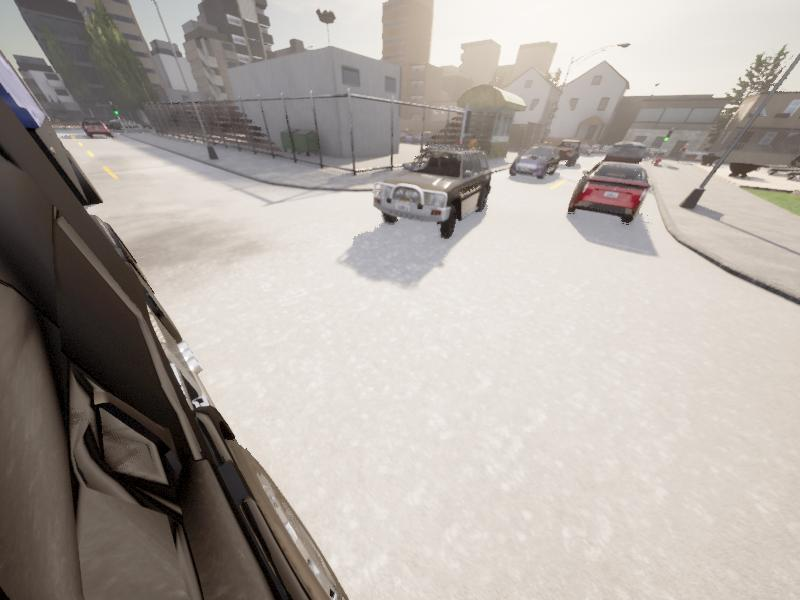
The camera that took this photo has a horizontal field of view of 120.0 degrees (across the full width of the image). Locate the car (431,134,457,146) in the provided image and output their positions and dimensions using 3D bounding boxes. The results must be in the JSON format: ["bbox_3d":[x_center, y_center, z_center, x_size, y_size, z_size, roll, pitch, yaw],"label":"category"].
[{"bbox_3d":[6.774,-24.640,35.558,1.816,1.474,4.193,28,44,30],"label":"car"}]

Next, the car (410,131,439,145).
[{"bbox_3d":[3.877,-25.670,36.630,2.242,1.667,4.611,28,44,30],"label":"car"}]

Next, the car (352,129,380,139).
[{"bbox_3d":[-6.411,-31.680,44.186,2.033,1.415,5.357,28,44,30],"label":"car"}]

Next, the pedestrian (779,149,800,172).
[{"bbox_3d":[38.825,-13.698,22.659,0.751,1.860,0.751,-27,46,-34],"label":"pedestrian"}]

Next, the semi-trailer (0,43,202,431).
[{"bbox_3d":[-8.695,-3.614,4.221,14.254,4.402,2.717,28,44,30],"label":"semi-trailer"}]

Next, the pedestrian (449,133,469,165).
[{"bbox_3d":[4.224,-10.839,16.599,0.751,1.860,0.751,28,44,30],"label":"pedestrian"}]

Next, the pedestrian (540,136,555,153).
[{"bbox_3d":[20.166,-21.291,31.587,0.751,1.860,0.751,-9,38,-15],"label":"pedestrian"}]

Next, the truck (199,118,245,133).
[{"bbox_3d":[-33.965,-33.469,44.322,2.390,2.098,6.274,28,44,30],"label":"truck"}]

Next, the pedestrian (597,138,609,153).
[{"bbox_3d":[32.783,-25.012,37.366,0.751,1.860,0.751,25,42,27],"label":"pedestrian"}]

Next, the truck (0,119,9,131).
[{"bbox_3d":[-48.672,-19.645,24.936,2.390,2.098,6.274,28,44,30],"label":"truck"}]

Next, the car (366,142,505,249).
[{"bbox_3d":[1.273,-3.345,6.636,1.932,1.855,4.605,21,40,23],"label":"car"}]

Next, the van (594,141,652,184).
[{"bbox_3d":[14.549,-9.132,15.118,1.775,1.987,4.442,28,44,30],"label":"van"}]

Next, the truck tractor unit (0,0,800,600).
[{"bbox_3d":[-2.645,-0.295,0.351,6.516,4.208,3.053,28,44,30],"label":"truck tractor unit"}]

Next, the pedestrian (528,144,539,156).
[{"bbox_3d":[14.921,-16.744,25.818,0.500,1.100,0.500,-26,45,-33],"label":"pedestrian"}]

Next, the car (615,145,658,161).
[{"bbox_3d":[29.460,-18.336,28.779,4.792,1.488,2.163,-19,42,-27],"label":"car"}]

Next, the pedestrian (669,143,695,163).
[{"bbox_3d":[31.159,-16.231,25.538,0.751,1.860,0.751,-4,37,-9],"label":"pedestrian"}]

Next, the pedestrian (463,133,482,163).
[{"bbox_3d":[5.662,-11.868,18.065,0.751,1.860,0.751,-26,45,-33],"label":"pedestrian"}]

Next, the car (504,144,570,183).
[{"bbox_3d":[8.644,-8.696,14.453,2.033,1.649,4.856,28,43,30],"label":"car"}]

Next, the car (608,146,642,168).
[{"bbox_3d":[22.142,-14.134,22.706,1.816,1.474,4.193,28,44,30],"label":"car"}]

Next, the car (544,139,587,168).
[{"bbox_3d":[14.383,-12.765,20.032,1.905,1.878,3.866,28,43,30],"label":"car"}]

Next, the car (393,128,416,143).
[{"bbox_3d":[0.761,-27.624,38.857,1.905,1.878,3.866,28,44,30],"label":"car"}]

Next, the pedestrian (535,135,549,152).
[{"bbox_3d":[19.915,-21.906,32.391,0.751,1.860,0.751,-8,38,-14],"label":"pedestrian"}]

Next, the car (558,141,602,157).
[{"bbox_3d":[24.846,-21.135,32.187,2.128,1.511,4.902,-1,37,-5],"label":"car"}]

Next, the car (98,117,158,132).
[{"bbox_3d":[-39.591,-25.610,33.860,1.930,1.638,5.238,10,37,12],"label":"car"}]

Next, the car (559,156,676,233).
[{"bbox_3d":[7.429,-4.001,8.198,2.007,1.525,4.514,25,42,27],"label":"car"}]

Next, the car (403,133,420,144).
[{"bbox_3d":[1.851,-26.192,37.367,1.481,1.379,2.207,28,44,30],"label":"car"}]

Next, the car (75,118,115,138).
[{"bbox_3d":[-32.959,-18.596,24.967,3.988,1.617,1.851,28,44,30],"label":"car"}]
